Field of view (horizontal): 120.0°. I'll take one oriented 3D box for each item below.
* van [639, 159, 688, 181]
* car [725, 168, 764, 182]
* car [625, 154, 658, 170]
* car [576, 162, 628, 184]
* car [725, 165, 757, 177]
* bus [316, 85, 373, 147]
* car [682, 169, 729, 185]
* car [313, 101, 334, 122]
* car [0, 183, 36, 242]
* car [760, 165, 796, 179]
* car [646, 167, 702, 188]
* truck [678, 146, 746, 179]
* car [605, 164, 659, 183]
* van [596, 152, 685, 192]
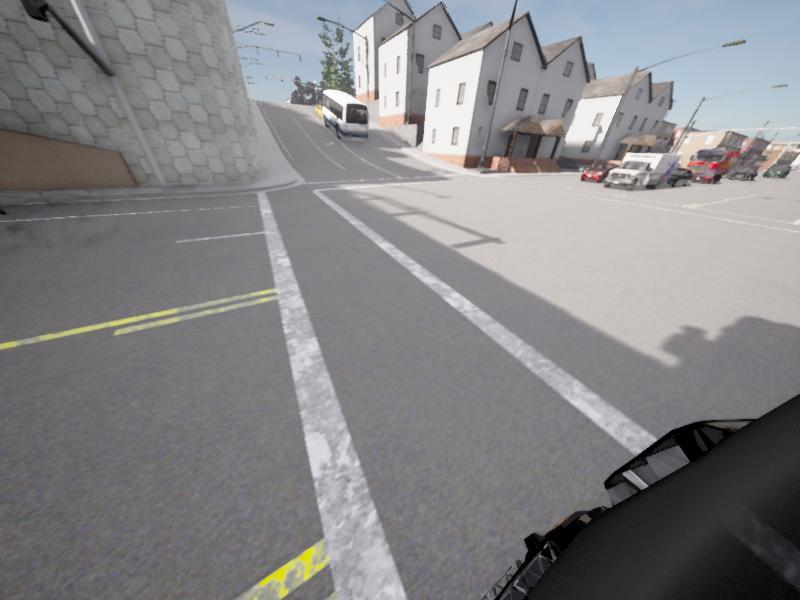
[{"bbox_3d":[31.733,-15.691,27.885,4.480,2.038,2.069,-15,38,-24],"label":"van"},{"bbox_3d":[48.890,-17.780,32.781,4.892,1.490,1.837,-15,38,-25],"label":"car"},{"bbox_3d":[54.552,-31.308,52.281,2.033,1.411,5.357,-16,54,-26],"label":"car"},{"bbox_3d":[19.474,-12.287,22.274,3.988,1.617,1.851,-15,38,-24],"label":"car"},{"bbox_3d":[62.756,-23.766,42.494,4.553,1.767,2.097,-15,38,-24],"label":"car"},{"bbox_3d":[-7.522,-24.377,30.514,3.944,4.253,10.273,-15,52,-25],"label":"bus"},{"bbox_3d":[34.491,-13.936,26.074,4.181,1.385,1.994,-15,38,-24],"label":"car"},{"bbox_3d":[-12.445,-30.757,37.615,1.801,1.575,5.366,-14,50,-25],"label":"car"},{"bbox_3d":[-11.286,-1.487,3.832,5.027,1.651,2.152,-15,38,-25],"label":"car"},{"bbox_3d":[68.217,-23.102,41.680,5.566,2.045,2.150,-15,38,-24],"label":"car"},{"bbox_3d":[26.293,-11.826,22.198,4.892,1.490,1.837,-15,38,-24],"label":"car"},{"bbox_3d":[45.959,-20.176,34.044,8.468,3.827,2.891,-15,38,-24],"label":"truck"},{"bbox_3d":[24.934,-13.680,24.849,4.902,1.511,2.128,-15,38,-24],"label":"car"},{"bbox_3d":[19.524,-10.428,18.765,6.366,2.431,2.351,-15,38,-24],"label":"van"}]
